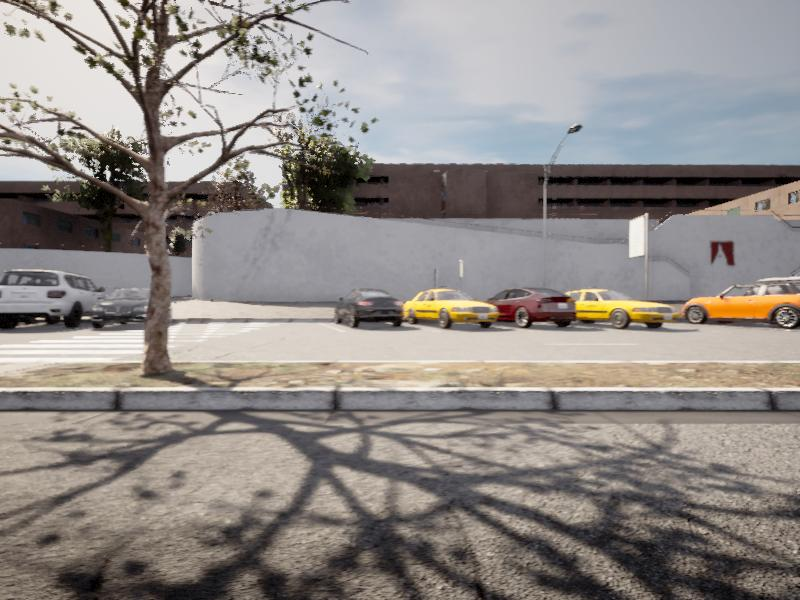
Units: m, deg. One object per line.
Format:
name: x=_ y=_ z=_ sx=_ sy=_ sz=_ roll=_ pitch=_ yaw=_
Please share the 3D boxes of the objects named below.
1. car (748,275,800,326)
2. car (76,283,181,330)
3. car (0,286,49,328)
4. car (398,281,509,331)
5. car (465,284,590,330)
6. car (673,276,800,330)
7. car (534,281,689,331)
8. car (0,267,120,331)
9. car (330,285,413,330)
car: x=16.663 y=0.019 z=15.472 sx=1.878 sy=1.987 sz=4.442 roll=1 pitch=-1 yaw=-20
car: x=-10.229 y=0.250 z=15.601 sx=2.231 sy=1.521 sz=4.892 roll=0 pitch=-1 yaw=-20
car: x=-16.195 y=0.267 z=15.600 sx=2.097 sy=1.535 sz=5.008 roll=0 pitch=-1 yaw=-20
car: x=1.760 y=0.232 z=15.412 sx=1.946 sy=1.575 sz=5.366 roll=1 pitch=-1 yaw=-20
car: x=4.664 y=0.271 z=15.609 sx=2.163 sy=1.488 sz=4.792 roll=0 pitch=-1 yaw=-20
car: x=13.636 y=0.123 z=15.551 sx=2.185 sy=1.767 sz=4.553 roll=0 pitch=-1 yaw=-20
car: x=7.726 y=0.240 z=15.408 sx=1.946 sy=1.575 sz=5.366 roll=1 pitch=-1 yaw=-20
car: x=-13.231 y=0.005 z=15.622 sx=2.435 sy=2.045 sz=5.566 roll=0 pitch=-1 yaw=-20
car: x=-1.289 y=0.277 z=15.582 sx=2.002 sy=1.452 sz=4.674 roll=0 pitch=-1 yaw=-20
